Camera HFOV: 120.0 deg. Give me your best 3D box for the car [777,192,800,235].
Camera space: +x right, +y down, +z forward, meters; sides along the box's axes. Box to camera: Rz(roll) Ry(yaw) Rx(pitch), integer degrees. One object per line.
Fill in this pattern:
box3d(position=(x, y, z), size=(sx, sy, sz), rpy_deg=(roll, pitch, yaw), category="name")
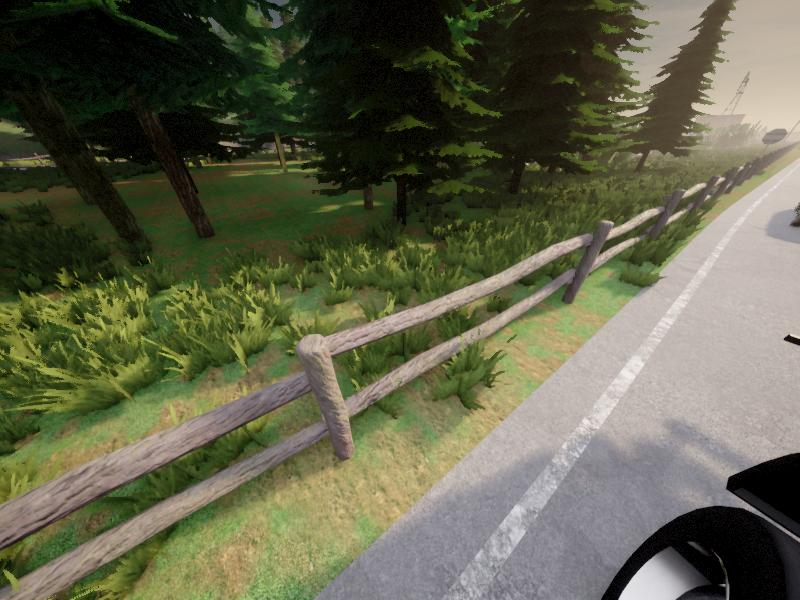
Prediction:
box3d(position=(13.443, -2.894, 6.605), size=(4.902, 1.511, 2.128), rpy_deg=(-22, 40, -27), category="car")
